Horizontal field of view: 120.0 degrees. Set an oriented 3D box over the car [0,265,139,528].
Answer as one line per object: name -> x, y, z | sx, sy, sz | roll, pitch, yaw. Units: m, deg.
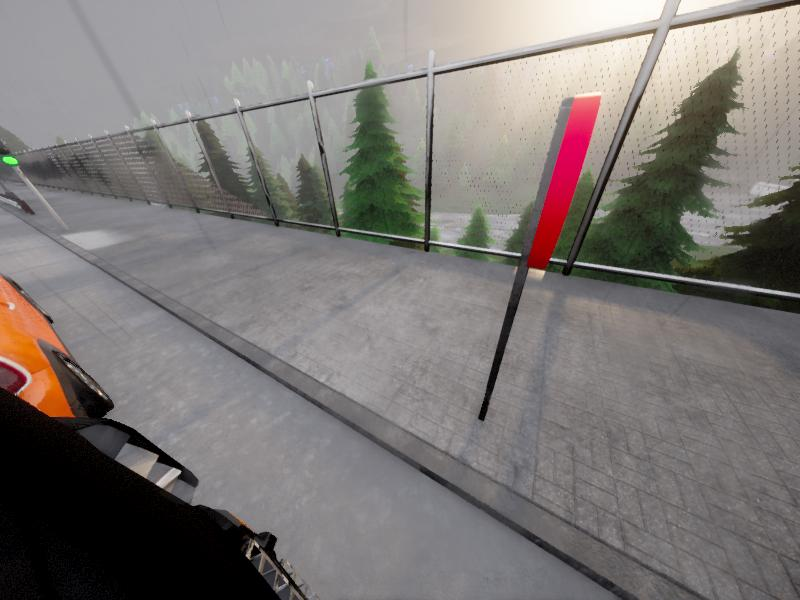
car -> -5.026, 0.484, 1.975 | 4.553, 1.767, 2.097 | 16, 38, 26
